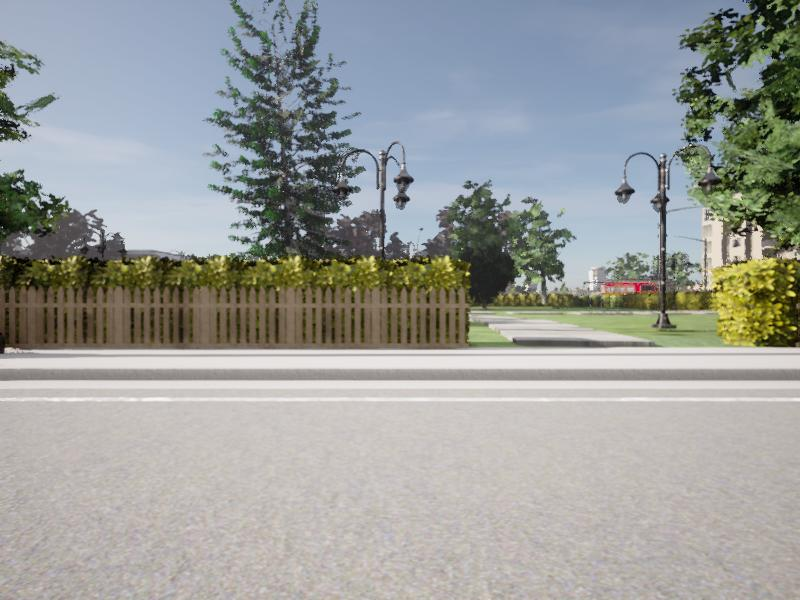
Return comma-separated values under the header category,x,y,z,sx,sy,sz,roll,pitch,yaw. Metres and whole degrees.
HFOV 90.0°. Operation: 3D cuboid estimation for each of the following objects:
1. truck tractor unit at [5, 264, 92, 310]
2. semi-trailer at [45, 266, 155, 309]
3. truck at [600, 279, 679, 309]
category,x,y,z,sx,sy,sz,roll,pitch,yaw
truck tractor unit,-34.757,-1.152,39.991,3.053,4.208,6.516,0,0,-2
semi-trailer,-34.920,-1.252,47.903,2.717,4.402,14.254,0,0,-1
truck,31.760,-0.839,53.450,8.468,3.827,2.891,1,-1,15
